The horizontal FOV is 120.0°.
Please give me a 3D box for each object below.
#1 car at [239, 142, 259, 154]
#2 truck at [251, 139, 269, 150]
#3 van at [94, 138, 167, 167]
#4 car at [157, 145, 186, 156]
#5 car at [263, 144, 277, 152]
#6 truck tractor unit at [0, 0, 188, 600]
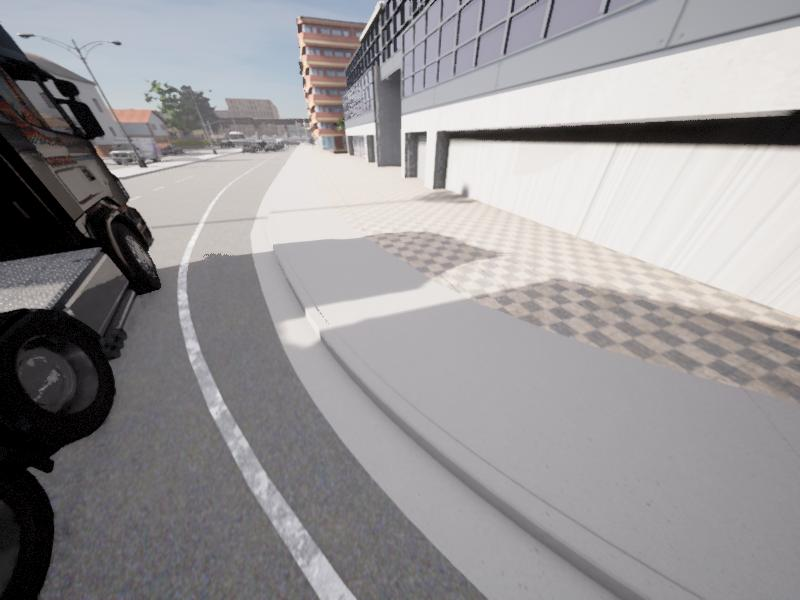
[{"bbox_3d":[-29.468,-29.785,45.181,2.242,1.667,4.611,-12,37,-15],"label":"car"},{"bbox_3d":[-34.810,-38.762,57.621,2.390,2.098,6.274,-12,37,-15],"label":"truck"},{"bbox_3d":[-29.930,-16.844,26.147,2.351,2.431,6.366,-12,37,-15],"label":"van"},{"bbox_3d":[-39.363,-25.879,39.927,1.816,1.474,4.193,-12,37,-15],"label":"car"},{"bbox_3d":[-26.958,-31.631,48.096,1.895,1.301,4.718,-12,37,-15],"label":"car"},{"bbox_3d":[-4.503,-0.674,1.302,3.053,4.208,6.516,-21,40,-26],"label":"truck tractor unit"}]
